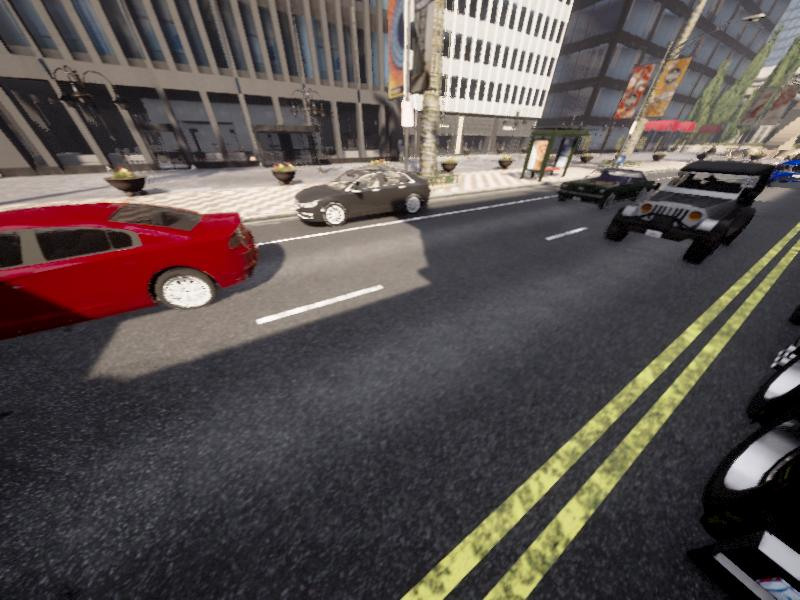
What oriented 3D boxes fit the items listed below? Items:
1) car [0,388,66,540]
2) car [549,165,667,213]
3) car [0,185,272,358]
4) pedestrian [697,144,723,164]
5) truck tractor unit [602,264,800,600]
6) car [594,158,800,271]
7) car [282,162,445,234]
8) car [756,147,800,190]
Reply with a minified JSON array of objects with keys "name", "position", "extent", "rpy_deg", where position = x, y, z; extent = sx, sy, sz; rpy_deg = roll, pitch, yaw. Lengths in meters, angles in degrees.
[{"name":"car","position":[-4.764,1.746,0.192],"extent":[4.674,1.442,1.812],"rpy_deg":[-18,39,-24]},{"name":"car","position":[9.133,-5.011,10.166],"extent":[4.718,1.301,1.895],"rpy_deg":[-18,39,-24]},{"name":"car","position":[-4.964,-0.536,3.389],"extent":[5.008,1.535,1.882],"rpy_deg":[-18,39,-25]},{"name":"pedestrian","position":[34.955,-16.471,26.080],"extent":[0.751,1.860,0.751],"rpy_deg":[-1,35,-3]},{"name":"truck tractor unit","position":[5.112,-0.298,0.789],"extent":[6.516,4.208,3.053],"rpy_deg":[-18,39,-24]},{"name":"car","position":[7.457,-2.407,5.883],"extent":[3.866,1.878,1.905],"rpy_deg":[-18,39,-24]},{"name":"car","position":[-1.149,-3.809,8.133],"extent":[4.892,1.521,2.231],"rpy_deg":[-18,39,-24]},{"name":"car","position":[25.241,-8.063,14.047],"extent":[5.566,2.045,2.150],"rpy_deg":[-15,37,-21]}]
